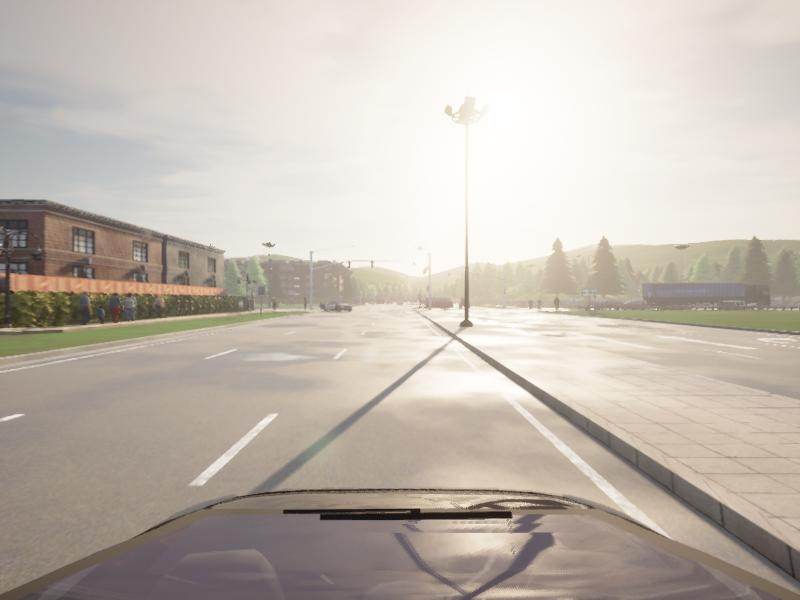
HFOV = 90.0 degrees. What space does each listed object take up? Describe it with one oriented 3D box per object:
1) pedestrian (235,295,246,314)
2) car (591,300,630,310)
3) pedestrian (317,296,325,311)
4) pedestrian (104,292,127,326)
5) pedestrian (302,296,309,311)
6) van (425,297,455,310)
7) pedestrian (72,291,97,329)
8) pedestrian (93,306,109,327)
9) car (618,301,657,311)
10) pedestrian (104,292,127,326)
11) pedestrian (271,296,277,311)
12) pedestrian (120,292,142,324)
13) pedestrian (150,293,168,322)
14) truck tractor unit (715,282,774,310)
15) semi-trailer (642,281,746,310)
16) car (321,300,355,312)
[{"bbox_3d":[-16.019,0.469,40.221,0.751,1.860,0.751,0,0,0],"label":"pedestrian"},{"bbox_3d":[32.623,0.756,62.015,5.027,1.651,2.152,0,0,-5],"label":"car"},{"bbox_3d":[-9.882,0.440,50.037,0.751,1.860,0.751,0,0,24],"label":"pedestrian"},{"bbox_3d":[-15.635,0.476,21.990,0.751,1.860,0.751,0,0,-1],"label":"pedestrian"},{"bbox_3d":[-11.834,0.434,50.201,0.751,1.860,0.751,0,0,-1],"label":"pedestrian"},{"bbox_3d":[6.102,0.575,61.582,4.442,1.987,1.775,0,0,-1],"label":"van"},{"bbox_3d":[-15.740,0.477,19.956,0.751,1.860,0.751,0,0,28],"label":"pedestrian"},{"bbox_3d":[-15.679,0.856,20.990,0.500,1.100,0.500,0,0,20],"label":"pedestrian"},{"bbox_3d":[34.636,0.846,58.408,4.674,1.442,1.812,0,0,0],"label":"car"},{"bbox_3d":[-15.940,0.476,22.398,0.751,1.860,0.751,0,0,-1],"label":"pedestrian"},{"bbox_3d":[-16.243,0.464,51.660,0.751,1.860,0.751,0,0,-14],"label":"pedestrian"},{"bbox_3d":[-15.840,0.475,23.553,0.751,1.860,0.751,0,0,2],"label":"pedestrian"},{"bbox_3d":[-15.864,0.474,26.366,0.751,1.860,0.751,0,0,-1],"label":"pedestrian"},{"bbox_3d":[53.311,-0.543,62.076,6.516,4.208,3.053,0,0,-1],"label":"truck tractor unit"},{"bbox_3d":[45.395,-0.644,61.985,14.254,4.402,2.717,0,0,-1],"label":"semi-trailer"},{"bbox_3d":[-8.397,0.805,53.939,2.038,1.542,4.974,0,0,-43],"label":"car"}]
